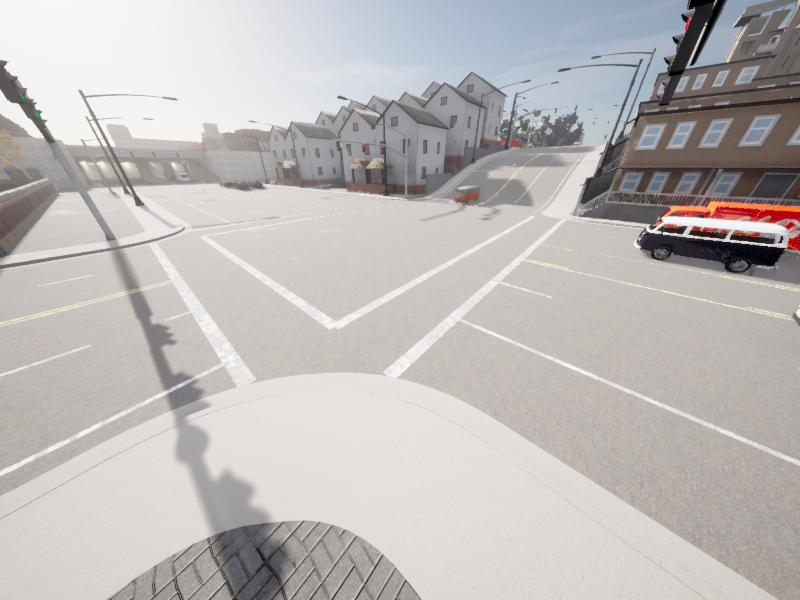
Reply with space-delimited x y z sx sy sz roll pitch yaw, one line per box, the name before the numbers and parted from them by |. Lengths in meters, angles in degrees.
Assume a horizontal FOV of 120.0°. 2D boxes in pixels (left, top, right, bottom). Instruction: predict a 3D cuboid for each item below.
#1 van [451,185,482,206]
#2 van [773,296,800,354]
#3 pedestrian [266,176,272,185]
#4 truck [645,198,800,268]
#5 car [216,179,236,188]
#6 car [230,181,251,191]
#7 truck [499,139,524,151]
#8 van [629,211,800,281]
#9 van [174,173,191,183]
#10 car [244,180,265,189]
van | 8.796 -13.840 30.461 1.775 1.987 4.442 24 40 35
van | 13.025 0.955 4.116 5.915 2.561 1.988 24 38 35
pedestrian | -33.361 -30.416 58.776 0.751 1.860 0.751 -3 30 -4
truck | 17.589 -3.927 12.639 5.204 2.467 2.627 25 38 36
car | -39.900 -26.691 52.898 5.238 1.638 1.930 24 38 35
car | -32.873 -23.509 47.571 4.514 1.525 2.007 24 38 35
truck | 30.303 -42.245 63.005 5.204 2.467 2.627 24 38 35
van | 14.563 -2.824 11.159 4.480 2.038 2.069 24 38 35
van | -65.752 -37.034 69.871 5.915 2.561 1.988 23 37 34
car | -32.103 -25.545 51.001 4.611 1.667 2.242 24 38 35
